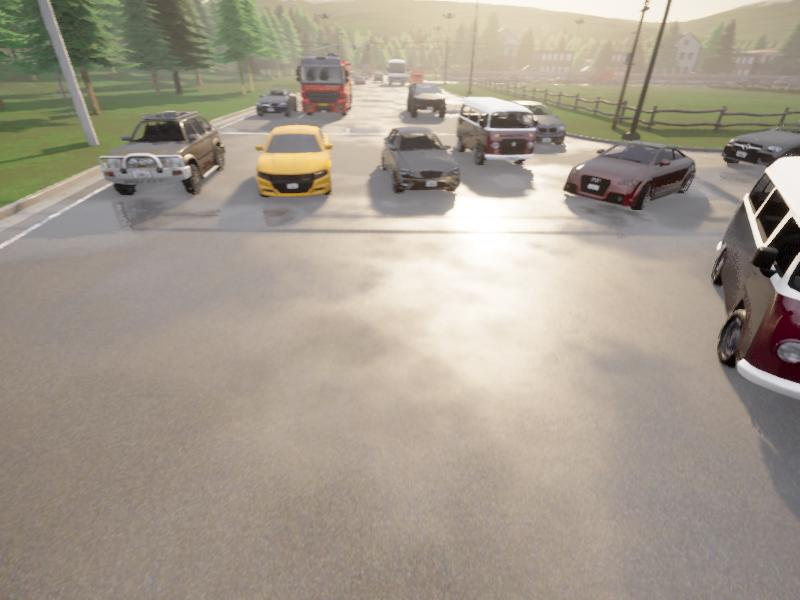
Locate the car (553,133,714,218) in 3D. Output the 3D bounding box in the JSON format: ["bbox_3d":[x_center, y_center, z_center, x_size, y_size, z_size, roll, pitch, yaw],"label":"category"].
[{"bbox_3d":[6.503,-3.618,11.109,4.181,1.385,1.994,-20,36,-32],"label":"car"}]

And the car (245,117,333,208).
[{"bbox_3d":[-3.025,-4.262,11.774,1.882,1.535,5.008,-4,31,-8],"label":"car"}]

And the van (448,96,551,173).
[{"bbox_3d":[3.457,-6.385,15.098,2.069,2.038,4.480,-4,31,-8],"label":"van"}]

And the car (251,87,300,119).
[{"bbox_3d":[-8.616,-13.995,28.247,2.152,1.651,5.027,-1,30,-3],"label":"car"}]

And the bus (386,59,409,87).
[{"bbox_3d":[-0.575,-43.583,76.682,3.944,4.253,10.273,-1,30,-3],"label":"bus"}]

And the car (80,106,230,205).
[{"bbox_3d":[-6.539,-4.339,11.468,1.932,1.855,4.605,-4,30,-8],"label":"car"}]

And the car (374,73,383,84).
[{"bbox_3d":[-4.652,-47.403,85.500,1.905,1.878,3.866,-1,30,-3],"label":"car"}]

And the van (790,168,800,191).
[{"bbox_3d":[15.436,-4.190,11.299,6.366,2.431,2.351,-5,31,-9],"label":"van"}]

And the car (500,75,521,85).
[{"bbox_3d":[24.833,-49.592,90.111,3.866,1.878,1.905,-1,30,-3],"label":"car"}]

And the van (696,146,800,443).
[{"bbox_3d":[5.226,-0.386,4.856,2.069,2.038,4.480,18,34,27],"label":"van"}]

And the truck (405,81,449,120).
[{"bbox_3d":[1.822,-14.659,29.216,2.390,2.098,6.274,-1,30,-3],"label":"truck"}]

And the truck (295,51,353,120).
[{"bbox_3d":[-5.201,-15.801,29.252,2.891,3.827,8.468,-1,31,-3],"label":"truck"}]

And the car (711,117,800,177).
[{"bbox_3d":[14.765,-5.636,14.564,5.027,1.651,2.152,-3,30,-8],"label":"car"}]

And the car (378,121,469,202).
[{"bbox_3d":[0.488,-4.323,12.044,1.816,1.474,4.193,-4,31,-8],"label":"car"}]

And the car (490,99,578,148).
[{"bbox_3d":[6.298,-8.713,19.558,2.242,1.667,4.611,-3,30,-6],"label":"car"}]

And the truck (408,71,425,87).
[{"bbox_3d":[3.015,-40.320,72.955,2.627,2.467,5.204,-1,30,-3],"label":"truck"}]
